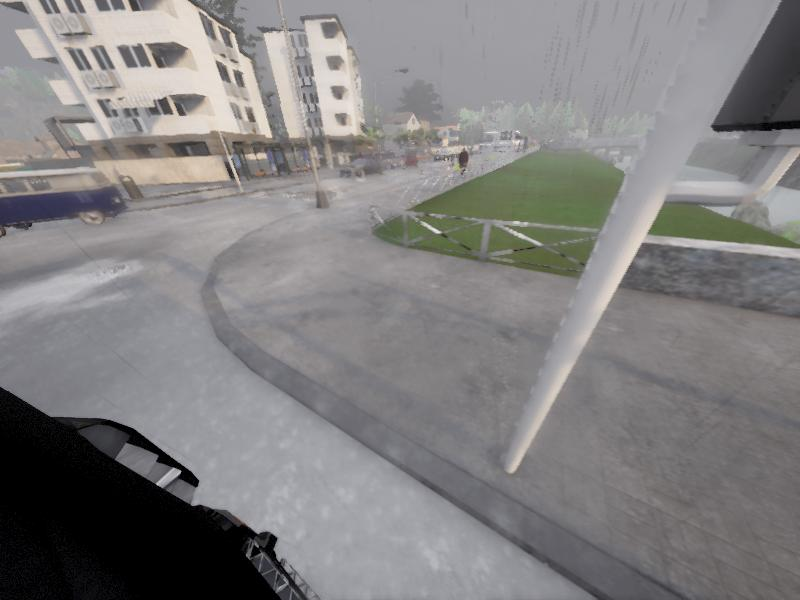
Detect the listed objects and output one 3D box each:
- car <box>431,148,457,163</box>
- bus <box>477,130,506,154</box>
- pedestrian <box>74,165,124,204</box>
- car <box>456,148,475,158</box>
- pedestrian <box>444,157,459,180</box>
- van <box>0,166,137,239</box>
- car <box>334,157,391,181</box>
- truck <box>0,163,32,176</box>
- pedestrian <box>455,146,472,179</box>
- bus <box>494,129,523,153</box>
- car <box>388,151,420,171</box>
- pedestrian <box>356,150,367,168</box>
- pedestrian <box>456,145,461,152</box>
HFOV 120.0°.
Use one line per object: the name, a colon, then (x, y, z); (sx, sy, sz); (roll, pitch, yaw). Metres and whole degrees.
car: (6.562, -21.599, 34.410); (1.930, 1.638, 5.238); (16, 38, 26)
bus: (22.071, -37.979, 55.523); (3.944, 4.253, 10.273); (16, 38, 26)
pedestrian: (-16.745, -6.460, 12.915); (0.751, 1.860, 0.751); (11, 36, 19)
car: (12.019, -26.891, 42.206); (1.994, 1.385, 4.181); (16, 38, 26)
pedestrian: (3.493, -8.914, 15.657); (0.751, 1.300, 0.751); (8, 35, 16)
van: (-13.846, -3.749, 8.767); (4.442, 1.987, 1.775); (-20, 38, -24)
car: (-3.147, -11.868, 20.721); (2.033, 1.411, 5.357); (16, 38, 26)
truck: (-93.470, -31.470, 55.614); (2.069, 2.038, 4.478); (16, 41, 26)
pedestrian: (4.303, -9.368, 15.774); (0.751, 1.860, 0.751); (15, 38, 25)
bus: (25.484, -37.204, 54.114); (3.944, 4.253, 10.273); (16, 38, 26)
car: (0.512, -15.590, 25.853); (1.851, 1.617, 3.988); (16, 38, 26)
pedestrian: (-4.647, -16.952, 27.812); (0.751, 1.860, 0.751); (24, 42, 34)
pedestrian: (13.063, -34.007, 51.807); (0.751, 1.300, 0.751); (16, 38, 26)
